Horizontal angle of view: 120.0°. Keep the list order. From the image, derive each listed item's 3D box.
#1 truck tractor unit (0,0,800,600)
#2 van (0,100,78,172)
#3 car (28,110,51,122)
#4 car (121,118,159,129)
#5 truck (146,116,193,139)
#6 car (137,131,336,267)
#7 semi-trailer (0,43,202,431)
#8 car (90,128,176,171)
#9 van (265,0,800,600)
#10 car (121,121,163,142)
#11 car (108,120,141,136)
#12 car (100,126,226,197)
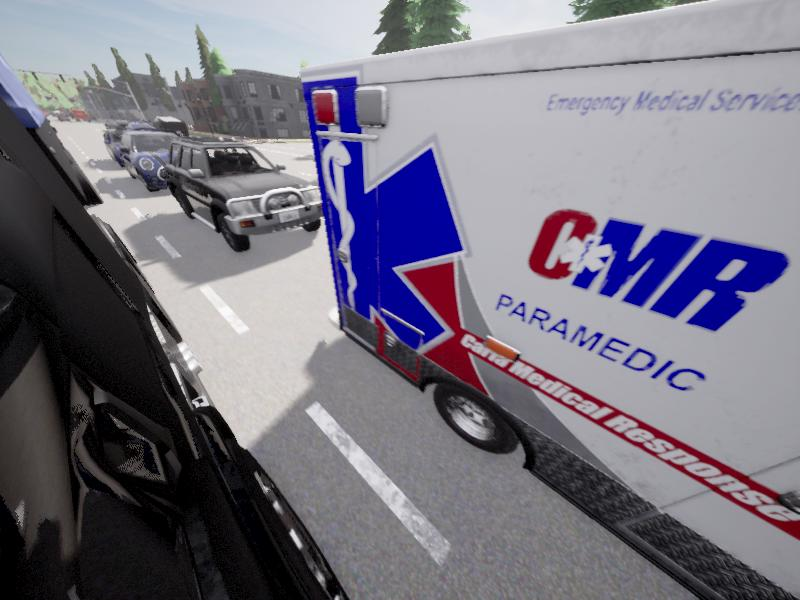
[{"bbox_3d":[-2.645,-0.295,0.351,6.516,4.208,3.053,28,44,30],"label":"truck tractor unit"},{"bbox_3d":[-18.891,-8.243,11.417,6.366,2.431,2.351,28,44,30],"label":"van"},{"bbox_3d":[-85.179,-43.514,54.607,5.566,2.045,2.150,28,44,30],"label":"car"},{"bbox_3d":[-50.440,-34.251,44.941,2.007,1.525,4.514,28,43,29],"label":"car"},{"bbox_3d":[-28.912,-21.683,29.003,6.274,2.098,2.390,28,44,30],"label":"truck"},{"bbox_3d":[-3.864,-2.726,5.470,4.605,1.855,1.932,28,44,30],"label":"car"},{"bbox_3d":[-8.696,-3.611,4.225,14.254,4.402,2.717,28,44,30],"label":"semi-trailer"},{"bbox_3d":[-14.306,-8.164,12.359,4.514,1.525,2.007,28,44,30],"label":"car"},{"bbox_3d":[2.318,0.353,1.294,6.366,2.431,2.351,28,44,30],"label":"van"},{"bbox_3d":[-27.423,-17.918,24.537,5.008,1.535,1.882,28,44,30],"label":"car"},{"bbox_3d":[-35.726,-22.337,29.944,4.892,1.490,1.837,28,44,30],"label":"car"},{"bbox_3d":[-9.148,-5.516,8.928,4.553,1.767,2.097,28,44,30],"label":"car"}]
